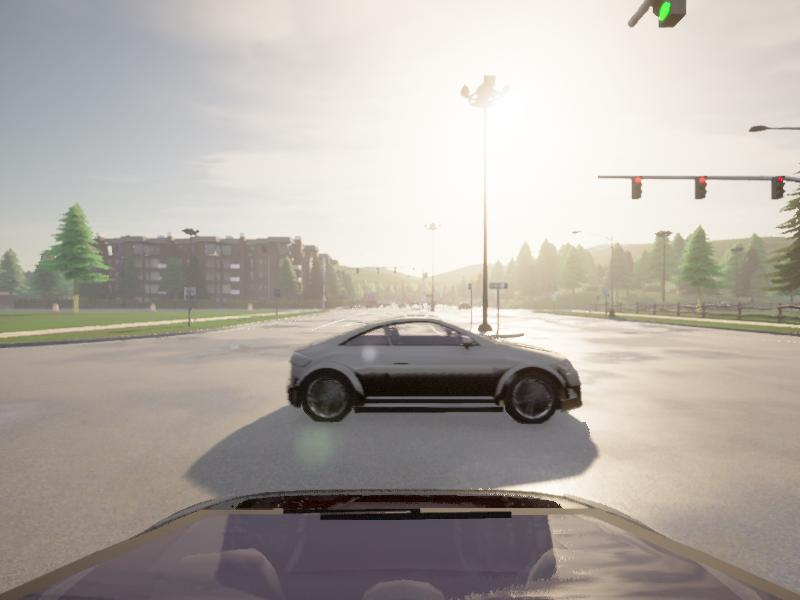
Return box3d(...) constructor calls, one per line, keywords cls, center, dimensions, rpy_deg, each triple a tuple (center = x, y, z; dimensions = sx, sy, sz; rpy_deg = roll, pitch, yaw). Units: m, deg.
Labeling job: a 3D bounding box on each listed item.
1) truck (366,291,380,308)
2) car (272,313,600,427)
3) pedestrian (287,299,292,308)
box3d(cls="truck", center=(-6.391, -0.048, 95.128), dimensions=(2.891, 3.827, 8.468), rpy_deg=(0, 0, 0))
box3d(cls="car", center=(0.459, 0.927, 6.107), dimensions=(4.181, 1.385, 1.994), rpy_deg=(0, 0, 0))
box3d(cls="pedestrian", center=(-22.666, 0.719, 81.837), dimensions=(0.751, 1.860, 0.751), rpy_deg=(0, 0, 2))
